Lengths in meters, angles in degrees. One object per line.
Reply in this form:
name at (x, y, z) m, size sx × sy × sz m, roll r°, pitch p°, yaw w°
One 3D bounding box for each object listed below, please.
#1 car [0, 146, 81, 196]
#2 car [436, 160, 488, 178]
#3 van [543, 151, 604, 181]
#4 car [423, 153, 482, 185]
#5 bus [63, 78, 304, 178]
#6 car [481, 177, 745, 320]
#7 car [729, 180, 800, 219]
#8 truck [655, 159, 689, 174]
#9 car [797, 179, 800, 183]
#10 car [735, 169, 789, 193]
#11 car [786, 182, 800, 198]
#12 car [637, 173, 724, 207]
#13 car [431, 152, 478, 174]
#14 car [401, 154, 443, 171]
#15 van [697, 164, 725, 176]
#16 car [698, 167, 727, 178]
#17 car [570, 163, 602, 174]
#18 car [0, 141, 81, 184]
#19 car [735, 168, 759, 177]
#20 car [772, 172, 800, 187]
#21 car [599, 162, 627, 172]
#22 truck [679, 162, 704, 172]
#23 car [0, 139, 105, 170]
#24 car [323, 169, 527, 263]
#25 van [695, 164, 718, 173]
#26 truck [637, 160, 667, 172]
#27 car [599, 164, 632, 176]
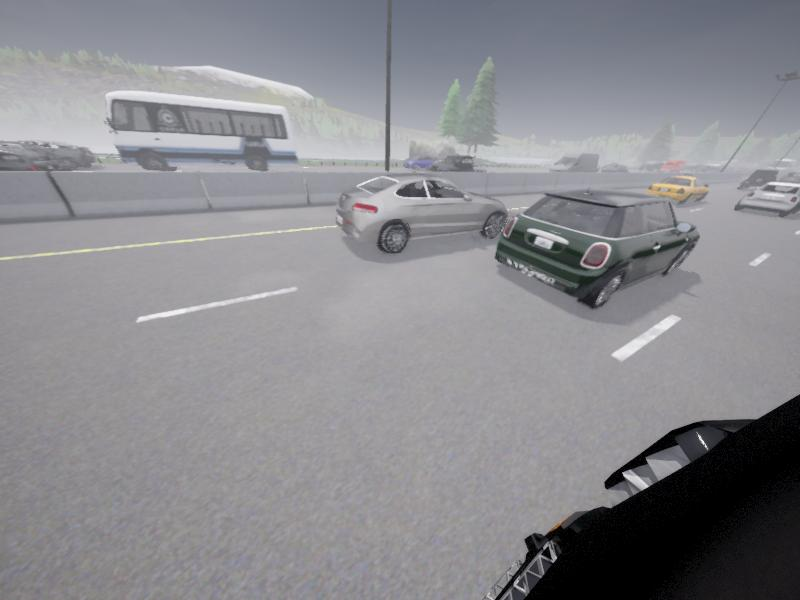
car at (-15.738, -4.886, 8.695) m, size 3.705 × 1.549 × 1.789 m, roll -14°, pitch 37°, yaw -25°
car at (6.011, -12.675, 22.410) m, size 4.718 × 1.301 × 1.895 m, roll -15°, pitch 37°, yaw -25°
van at (18.535, -14.274, 24.690) m, size 5.915 × 2.561 × 1.988 m, roll -15°, pitch 37°, yaw -25°
car at (4.015, -10.202, 17.978) m, size 3.866 × 1.878 × 1.905 m, roll -15°, pitch 37°, yaw -25°
bus at (-12.746, -11.096, 15.862) m, size 10.273 × 4.253 × 3.944 m, roll -15°, pitch 37°, yaw -25°
car at (4.347, -1.463, 4.896) m, size 4.553 × 1.767 × 2.097 m, roll -15°, pitch 37°, yaw -25°
car at (20.994, -5.693, 12.891) m, size 3.806 × 1.475 × 1.970 m, roll -15°, pitch 37°, yaw -25°
truck at (58.342, -28.599, 49.530) m, size 5.204 × 2.467 × 2.627 m, roll -15°, pitch 37°, yaw -25°
car at (73.723, -21.773, 41.191) m, size 4.856 × 1.649 × 2.033 m, roll -15°, pitch 37°, yaw -25°
car at (37.349, -12.343, 23.851) m, size 3.866 × 1.878 × 1.905 m, roll -15°, pitch 37°, yaw -25°
car at (36.555, -9.823, 20.240) m, size 3.988 × 1.617 × 1.851 m, roll -15°, pitch 37°, yaw -25°
car at (17.815, -7.099, 14.667) m, size 5.366 × 1.575 × 1.801 m, roll -15°, pitch 37°, yaw -25°
car at (6.007, -15.106, 25.558) m, size 4.605 × 1.855 × 1.932 m, roll -14°, pitch 37°, yaw -25°
car at (2.592, -16.266, 27.353) m, size 4.514 × 1.525 × 2.007 m, roll -15°, pitch 37°, yaw -25°
van at (67.228, -28.114, 49.899) m, size 4.480 × 2.038 × 2.069 m, roll -15°, pitch 37°, yaw -25°
car at (61.193, -24.996, 45.249) m, size 4.902 × 1.511 × 2.128 m, roll -15°, pitch 37°, yaw -25°
car at (29.781, -21.098, 37.011) m, size 4.718 × 1.301 × 1.895 m, roll -15°, pitch 37°, yaw -25°
car at (-18.639, -6.347, 10.622) m, size 3.988 × 1.617 × 1.851 m, roll -15°, pitch 37°, yaw -25°
car at (84.501, -31.101, 56.314) m, size 4.902 × 1.511 × 2.128 m, roll -15°, pitch 37°, yaw -25°
car at (55.299, -16.956, 32.438) m, size 4.611 × 1.667 × 2.242 m, roll -15°, pitch 37°, yaw -25°
car at (40.584, -25.264, 43.944) m, size 4.974 × 1.542 × 2.038 m, roll -17°, pitch 38°, yaw -27°
truck at (81.852, -37.268, 64.816) m, size 6.274 × 2.098 × 2.390 m, roll -15°, pitch 37°, yaw -25°
car at (-23.343, -9.473, 15.041) m, size 4.514 × 1.525 × 2.007 m, roll -15°, pitch 37°, yaw -25°
car at (0.736, -2.642, 6.549) m, size 5.027 × 1.651 × 2.152 m, roll -15°, pitch 37°, yaw -25°
van at (81.176, -34.866, 61.199) m, size 4.480 × 2.038 × 2.069 m, roll -15°, pitch 37°, yaw -25°
truck at (58.657, -31.192, 53.805) m, size 6.274 × 2.098 × 2.390 m, roll -15°, pitch 37°, yaw -25°
car at (32.707, -19.741, 35.031) m, size 4.193 × 1.474 × 1.816 m, roll -15°, pitch 37°, yaw -25°
